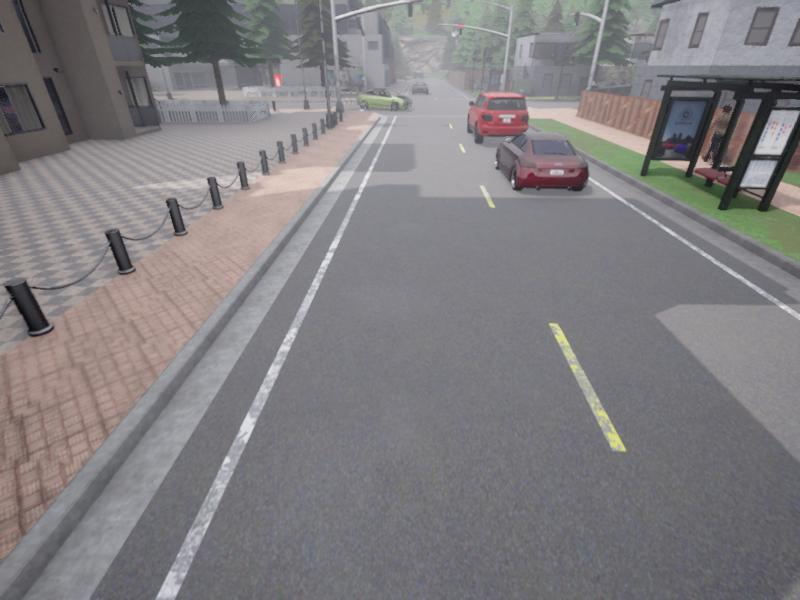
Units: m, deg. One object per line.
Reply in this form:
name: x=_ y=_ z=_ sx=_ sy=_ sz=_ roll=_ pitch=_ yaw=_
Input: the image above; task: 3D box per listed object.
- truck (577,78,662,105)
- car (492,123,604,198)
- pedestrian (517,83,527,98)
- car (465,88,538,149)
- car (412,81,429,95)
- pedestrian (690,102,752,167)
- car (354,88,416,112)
truck: x=20.286 y=-19.425 z=37.184 sx=6.274 sy=2.098 sz=2.390 roll=-3 pitch=30 yaw=-5
car: x=4.195 y=-4.386 z=12.178 sx=1.994 sy=1.385 sz=4.181 roll=1 pitch=30 yaw=2
pedestrian: x=12.900 y=-22.177 z=42.333 sx=0.751 sy=1.300 sz=0.751 roll=0 pitch=30 yaw=0
car: x=4.535 y=-8.707 z=18.906 sx=2.150 sy=2.045 sz=5.566 roll=1 pitch=30 yaw=2
car: x=2.571 y=-26.609 z=50.234 sx=1.994 sy=1.385 sz=4.181 roll=1 pitch=30 yaw=2
pedestrian: x=10.400 y=-5.370 z=13.031 sx=0.751 sy=1.860 sz=0.751 roll=2 pitch=30 yaw=3
car: x=-1.211 y=-16.024 z=31.961 sx=4.514 sy=1.525 sz=2.007 roll=15 pitch=33 yaw=24
